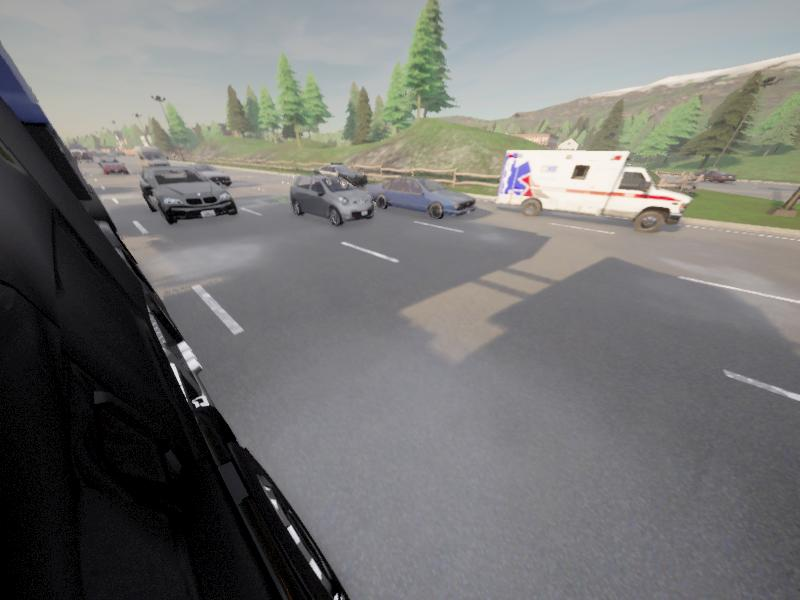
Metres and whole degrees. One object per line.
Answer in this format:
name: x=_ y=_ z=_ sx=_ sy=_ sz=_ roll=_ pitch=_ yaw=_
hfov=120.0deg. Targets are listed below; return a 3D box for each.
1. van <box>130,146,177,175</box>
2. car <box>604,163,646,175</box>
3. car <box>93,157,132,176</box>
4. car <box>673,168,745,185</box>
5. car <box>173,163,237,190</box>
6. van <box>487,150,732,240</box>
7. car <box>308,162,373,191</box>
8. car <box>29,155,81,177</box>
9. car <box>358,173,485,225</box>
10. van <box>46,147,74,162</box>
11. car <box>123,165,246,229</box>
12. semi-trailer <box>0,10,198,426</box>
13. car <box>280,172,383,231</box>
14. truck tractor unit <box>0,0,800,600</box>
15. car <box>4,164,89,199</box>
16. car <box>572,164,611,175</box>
van: x=-28.051 y=-15.902 z=26.249 sx=5.915 sy=2.561 sz=1.988 roll=25 pitch=39 yaw=32
car: x=42.818 y=-25.082 z=44.165 sx=1.930 sy=1.638 sz=5.238 roll=-8 pitch=33 yaw=-16
car: x=-29.232 y=-13.601 z=23.480 sx=3.633 sy=1.501 sz=1.845 roll=24 pitch=39 yaw=32
car: x=38.789 y=-15.732 z=29.282 sx=2.033 sy=1.411 sz=5.357 roll=0 pitch=32 yaw=-2
car: x=-14.562 y=-9.302 z=17.206 sx=5.357 sy=1.411 sz=2.033 roll=24 pitch=39 yaw=32
van: x=7.383 y=-4.613 z=9.447 sx=6.366 sy=2.431 sz=2.351 roll=25 pitch=39 yaw=32
car: x=-4.682 y=-9.744 z=18.009 sx=5.238 sy=1.638 sz=1.930 roll=24 pitch=39 yaw=32
car: x=-33.094 y=-12.987 z=22.279 sx=5.027 sy=1.651 sz=2.152 roll=24 pitch=39 yaw=32
car: x=0.719 y=-4.785 z=10.476 sx=5.357 sy=1.411 sz=2.033 roll=24 pitch=39 yaw=32
van: x=-69.882 y=-29.998 z=47.549 sx=6.366 sy=2.431 sz=2.351 roll=24 pitch=39 yaw=32
car: x=-8.504 y=-4.270 z=9.087 sx=4.611 sy=1.667 sz=2.242 roll=24 pitch=39 yaw=32
semi-trailer: x=-8.763 y=-3.191 z=4.645 sx=14.254 sy=4.402 sz=2.717 roll=23 pitch=38 yaw=33
car: x=-2.643 y=-3.961 z=8.917 sx=3.633 sy=1.501 sz=1.845 roll=24 pitch=39 yaw=32
truck tractor unit: x=-2.645 y=-0.295 z=0.352 sx=6.516 sy=4.208 sz=3.053 roll=28 pitch=44 yaw=30
car: x=-19.547 y=-6.741 z=12.961 sx=4.181 sy=1.385 sz=1.994 roll=24 pitch=39 yaw=32
car: x=33.302 y=-22.831 z=40.340 sx=1.882 sy=1.535 sz=5.008 roll=-7 pitch=33 yaw=-15
